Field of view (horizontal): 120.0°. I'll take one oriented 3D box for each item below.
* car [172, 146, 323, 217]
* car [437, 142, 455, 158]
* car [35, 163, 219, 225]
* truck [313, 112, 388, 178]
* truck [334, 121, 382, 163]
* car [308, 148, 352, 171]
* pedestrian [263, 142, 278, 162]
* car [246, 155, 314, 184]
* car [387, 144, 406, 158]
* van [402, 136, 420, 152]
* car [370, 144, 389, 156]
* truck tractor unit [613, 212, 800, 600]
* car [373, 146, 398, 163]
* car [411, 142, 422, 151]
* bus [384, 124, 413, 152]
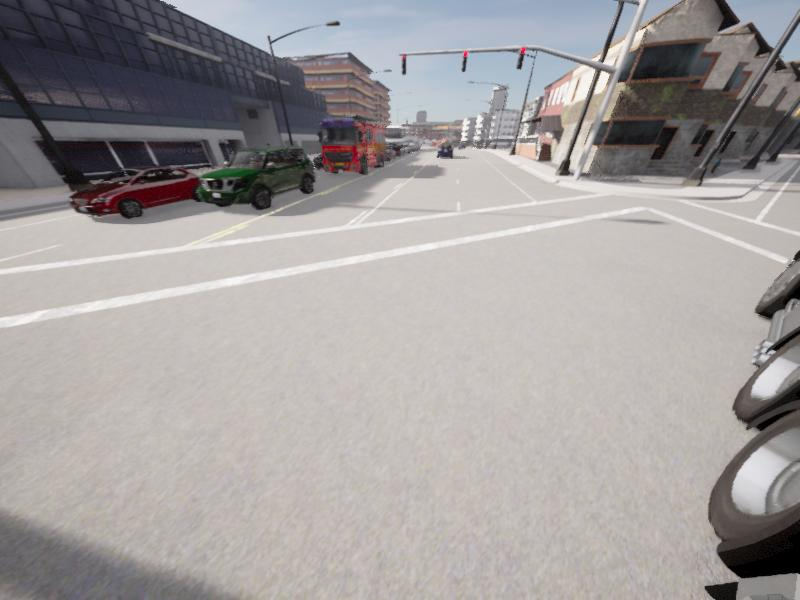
[{"bbox_3d":[-6.030,-5.643,10.431,2.150,2.045,5.566,8,36,11],"label":"car"},{"bbox_3d":[6.616,-21.420,32.940,2.242,1.667,4.611,7,37,9],"label":"car"},{"bbox_3d":[-10.021,-4.392,9.128,1.816,1.474,4.193,7,35,10],"label":"car"},{"bbox_3d":[-3.574,-13.248,19.799,2.891,3.827,8.468,7,36,10],"label":"truck"},{"bbox_3d":[-4.898,-19.964,29.184,2.891,3.827,8.468,7,37,10],"label":"truck"},{"bbox_3d":[-6.668,-13.918,22.730,2.038,1.542,4.974,7,36,9],"label":"car"},{"bbox_3d":[-14.744,-16.864,26.341,0.751,1.860,0.751,10,36,14],"label":"pedestrian"},{"bbox_3d":[-8.244,-9.367,16.427,1.994,1.385,4.181,7,35,10],"label":"car"},{"bbox_3d":[-0.465,-21.485,33.249,1.816,1.474,4.193,7,37,9],"label":"car"},{"bbox_3d":[2.227,-29.584,43.767,2.351,2.431,6.366,7,36,9],"label":"van"},{"bbox_3d":[-3.153,-24.010,36.844,1.994,1.385,4.181,6,36,9],"label":"car"},{"bbox_3d":[5.016,-0.385,0.906,6.516,4.208,3.053,-22,40,-28],"label":"truck tractor unit"},{"bbox_3d":[-1.671,-17.883,28.319,1.812,1.442,4.674,7,36,10],"label":"car"},{"bbox_3d":[3.510,-33.257,49.953,1.812,1.442,4.674,5,35,8],"label":"car"},{"bbox_3d":[-0.086,-33.515,47.823,3.944,4.253,10.273,7,36,9],"label":"bus"}]
